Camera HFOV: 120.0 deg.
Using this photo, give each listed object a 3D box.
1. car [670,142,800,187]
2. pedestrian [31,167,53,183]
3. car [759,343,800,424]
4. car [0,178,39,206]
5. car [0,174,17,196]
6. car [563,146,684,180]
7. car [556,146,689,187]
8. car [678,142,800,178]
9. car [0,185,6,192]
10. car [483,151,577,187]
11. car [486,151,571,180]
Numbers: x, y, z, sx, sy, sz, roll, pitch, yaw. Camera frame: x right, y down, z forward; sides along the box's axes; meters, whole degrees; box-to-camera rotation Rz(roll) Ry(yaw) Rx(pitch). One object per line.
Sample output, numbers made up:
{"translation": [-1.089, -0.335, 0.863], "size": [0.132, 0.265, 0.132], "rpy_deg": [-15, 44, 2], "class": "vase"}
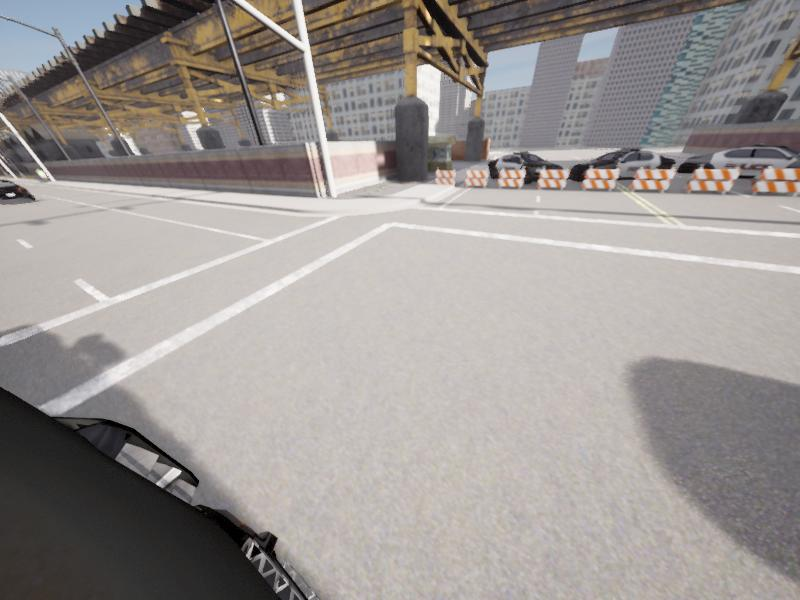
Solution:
{"translation": [16.726, -6.341, 10.698], "size": [2.038, 1.542, 4.974], "rpy_deg": [-21, 38, -25], "class": "car"}
{"translation": [-48.451, -16.942, 31.287], "size": [0.751, 1.860, 0.751], "rpy_deg": [19, 39, 29], "class": "pedestrian"}
{"translation": [5.130, 1.223, 0.469], "size": [4.181, 1.385, 1.994], "rpy_deg": [15, 38, 25], "class": "car"}
{"translation": [-29.489, -8.111, 17.196], "size": [4.674, 1.442, 1.812], "rpy_deg": [15, 38, 25], "class": "car"}
{"translation": [-39.580, -10.918, 22.018], "size": [4.611, 1.667, 2.242], "rpy_deg": [15, 38, 25], "class": "car"}
{"translation": [11.694, -7.343, 12.321], "size": [4.536, 1.218, 1.853], "rpy_deg": [-6, 34, -5], "class": "car"}
{"translation": [11.649, -7.206, 12.404], "size": [4.974, 1.542, 2.038], "rpy_deg": [-6, 34, -5], "class": "car"}
{"translation": [16.690, -6.496, 10.648], "size": [1.853, 1.218, 4.536], "rpy_deg": [-21, 38, -25], "class": "car"}
{"translation": [-45.523, -12.448, 24.937], "size": [4.902, 1.511, 2.128], "rpy_deg": [15, 38, 25], "class": "car"}
{"translation": [7.612, -8.284, 14.347], "size": [2.038, 1.542, 4.974], "rpy_deg": [-12, 35, -13], "class": "car"}
{"translation": [7.589, -8.442, 14.301], "size": [1.853, 1.218, 4.536], "rpy_deg": [-12, 35, -13], "class": "car"}
